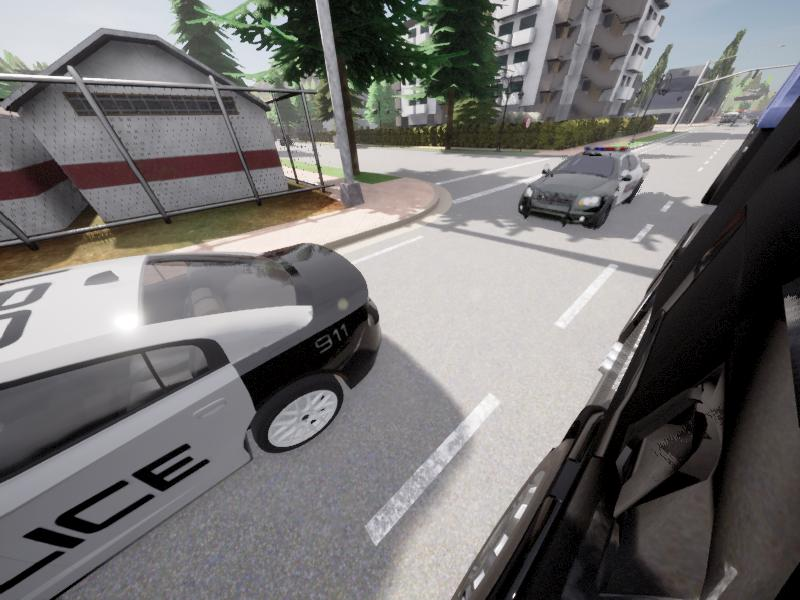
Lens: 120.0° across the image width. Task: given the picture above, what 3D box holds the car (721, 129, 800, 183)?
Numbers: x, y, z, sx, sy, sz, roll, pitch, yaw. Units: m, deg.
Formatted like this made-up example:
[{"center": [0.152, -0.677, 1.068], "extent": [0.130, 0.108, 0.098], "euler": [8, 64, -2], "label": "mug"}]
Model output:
[{"center": [15.514, -6.062, 9.549], "extent": [3.806, 1.475, 1.970], "euler": [-28, 43, -30], "label": "car"}]

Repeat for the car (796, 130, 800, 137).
[{"center": [39.551, -16.268, 21.561], "extent": [5.366, 1.575, 1.801], "euler": [-28, 44, -30], "label": "car"}]

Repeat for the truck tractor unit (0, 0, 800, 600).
[{"center": [2.645, -0.295, 0.351], "extent": [6.516, 4.208, 3.053], "euler": [-28, 44, -30], "label": "truck tractor unit"}]

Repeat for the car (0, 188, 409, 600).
[{"center": [-2.546, 0.792, 1.375], "extent": [5.238, 1.638, 1.930], "euler": [-28, 44, -30], "label": "car"}]

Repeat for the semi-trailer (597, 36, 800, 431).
[{"center": [8.729, -3.586, 4.193], "extent": [14.254, 4.402, 2.717], "euler": [-28, 43, -29], "label": "semi-trailer"}]

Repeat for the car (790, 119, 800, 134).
[{"center": [44.927, -19.272, 24.986], "extent": [4.605, 1.855, 1.932], "euler": [-28, 44, -30], "label": "car"}]

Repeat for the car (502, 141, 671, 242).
[{"center": [5.338, -3.388, 6.554], "extent": [4.974, 1.542, 2.038], "euler": [-29, 44, -30], "label": "car"}]
